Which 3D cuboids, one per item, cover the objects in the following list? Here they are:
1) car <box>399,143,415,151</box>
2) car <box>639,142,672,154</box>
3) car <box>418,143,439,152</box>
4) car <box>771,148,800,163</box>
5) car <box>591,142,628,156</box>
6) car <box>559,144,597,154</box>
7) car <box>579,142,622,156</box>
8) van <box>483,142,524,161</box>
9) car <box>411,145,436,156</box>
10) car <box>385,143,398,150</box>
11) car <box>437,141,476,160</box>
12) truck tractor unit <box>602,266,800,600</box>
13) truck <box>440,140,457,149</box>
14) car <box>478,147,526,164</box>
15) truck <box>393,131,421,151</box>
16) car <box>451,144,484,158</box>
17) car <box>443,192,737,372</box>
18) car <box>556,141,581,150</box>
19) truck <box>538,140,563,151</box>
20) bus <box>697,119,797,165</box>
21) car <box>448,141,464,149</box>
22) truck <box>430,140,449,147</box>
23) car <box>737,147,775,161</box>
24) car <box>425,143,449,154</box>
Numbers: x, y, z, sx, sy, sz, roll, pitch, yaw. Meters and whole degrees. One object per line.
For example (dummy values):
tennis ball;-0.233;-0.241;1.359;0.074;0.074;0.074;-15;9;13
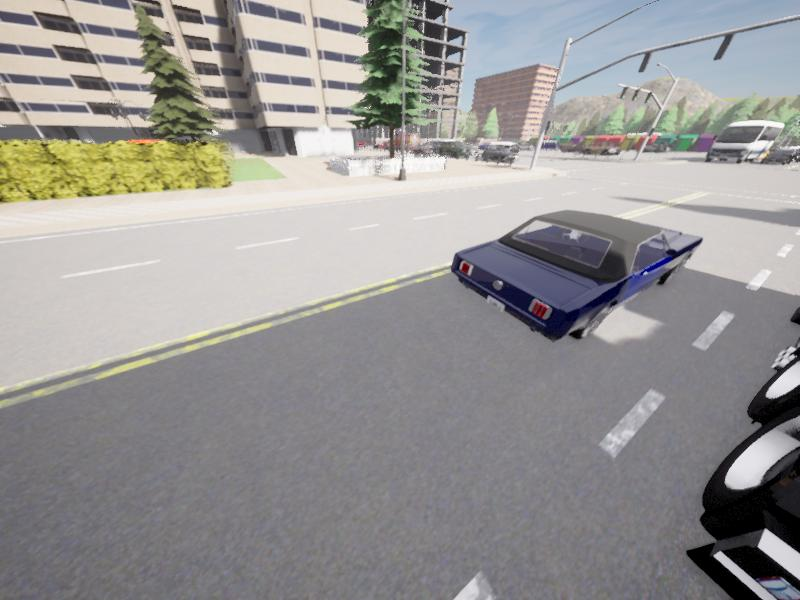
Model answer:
car;1.677;-36.082;54.544;1.970;1.475;3.806;-18;39;-25
car;52.797;-31.586;47.868;1.905;1.878;3.866;-18;39;-25
car;6.436;-35.433;53.521;2.152;1.651;5.027;-18;39;-25
car;52.600;-19.316;30.832;4.902;1.511;2.128;-17;38;-23
car;35.841;-26.004;39.718;1.905;1.878;3.866;-18;39;-25
car;34.958;-29.779;45.539;2.033;1.415;5.357;-18;39;-25
car;33.310;-25.213;38.557;1.932;1.855;4.605;-18;39;-25
van;13.972;-20.293;31.470;2.069;2.038;4.480;-18;39;-25
car;3.935;-25.929;40.008;1.812;1.442;4.674;-18;39;-25
car;-2.198;-39.847;59.995;1.970;1.475;3.806;-18;39;-25
car;8.097;-22.096;34.006;2.150;2.045;5.566;-18;39;-25
truck tractor unit;5.119;-0.290;0.792;6.516;4.208;3.053;-18;39;-24
truck;13.759;-44.574;66.046;2.069;2.038;4.478;-18;39;-25
car;12.304;-17.749;28.265;2.128;1.511;4.902;-18;39;-25
truck;1.637;-41.061;59.633;2.891;3.827;8.468;-18;39;-25
car;10.481;-23.564;36.463;2.242;1.667;4.611;-18;39;-25
car;3.287;-0.806;4.047;4.718;1.301;1.895;-18;39;-24
car;43.989;-40.275;60.273;1.932;1.855;4.605;-18;39;-25
truck;36.910;-37.994;56.777;2.069;2.038;4.478;-18;39;-25
bus;43.753;-19.906;29.211;10.273;4.253;3.944;-17;39;-24
car;16.228;-45.352;67.348;1.932;1.855;4.605;-18;39;-25
truck;13.948;-55.084;81.287;6.274;2.098;2.390;-18;39;-25
car;52.441;-21.557;34.026;5.008;1.535;1.882;-17;38;-23
car;7.359;-30.579;46.540;1.930;1.638;5.238;-18;39;-25
